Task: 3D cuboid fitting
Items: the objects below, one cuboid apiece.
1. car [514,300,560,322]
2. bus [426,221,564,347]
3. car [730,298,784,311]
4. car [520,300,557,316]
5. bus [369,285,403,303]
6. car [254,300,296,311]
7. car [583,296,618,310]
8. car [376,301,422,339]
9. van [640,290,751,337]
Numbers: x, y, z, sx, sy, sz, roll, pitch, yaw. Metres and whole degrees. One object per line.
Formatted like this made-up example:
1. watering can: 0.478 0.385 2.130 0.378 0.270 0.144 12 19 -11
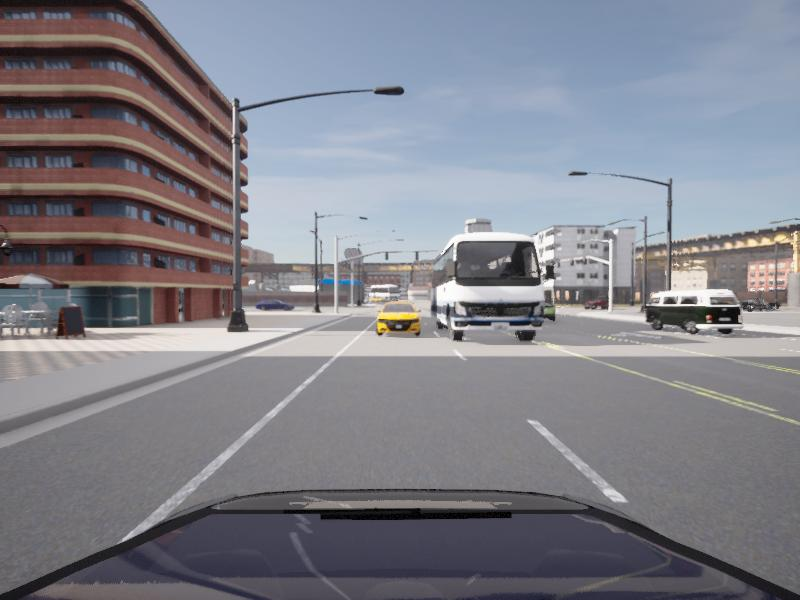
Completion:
1. car: 10.421 0.812 30.808 2.007 1.525 4.514 0 0 0
2. bus: 3.561 -0.532 18.674 3.944 4.253 10.273 0 0 0
3. car: 46.228 0.555 51.875 5.238 1.638 1.930 0 1 0
4. car: 13.933 0.745 40.584 2.038 1.542 4.974 0 1 0
5. bus: -3.637 -1.617 100.648 3.944 4.253 10.273 -1 1 -32
6. car: -15.741 0.676 50.466 4.674 1.442 1.812 0 1 -3
7. car: 27.514 0.374 55.010 3.866 1.878 1.905 0 1 -1
8. car: -0.052 0.824 18.923 1.882 1.535 5.008 0 0 0
9. van: 13.925 0.572 19.271 2.069 2.038 4.480 0 0 0
